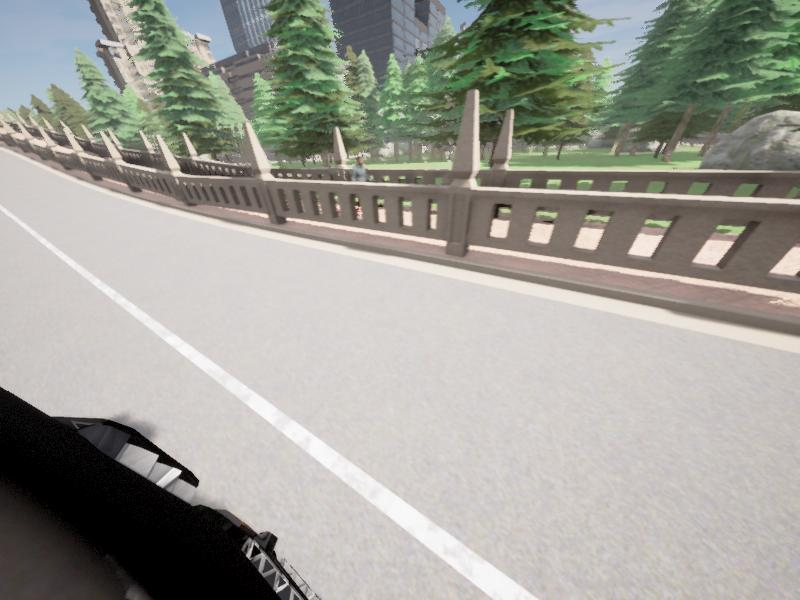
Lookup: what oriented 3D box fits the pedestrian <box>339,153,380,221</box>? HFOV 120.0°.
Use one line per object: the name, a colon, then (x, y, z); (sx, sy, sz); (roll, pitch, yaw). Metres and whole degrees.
pedestrian: (-1.262, -3.645, 7.510); (0.751, 1.860, 0.751); (16, 38, 26)
